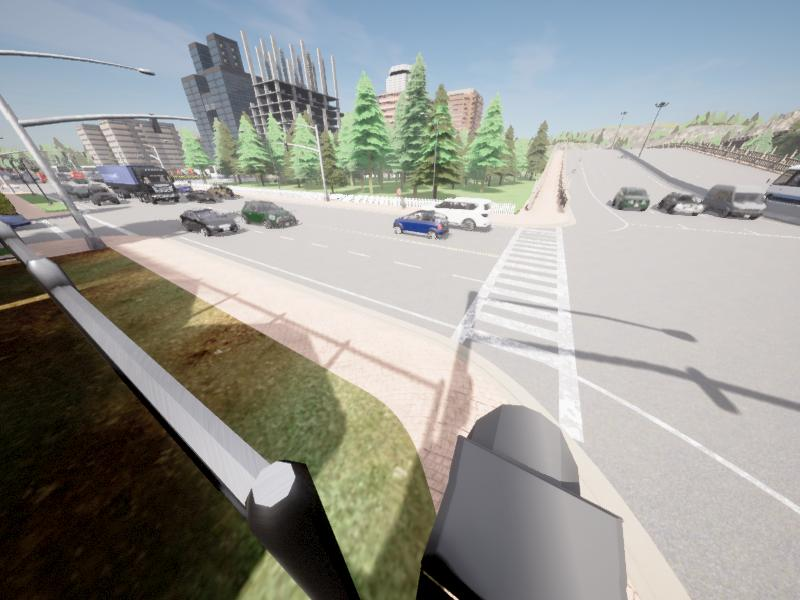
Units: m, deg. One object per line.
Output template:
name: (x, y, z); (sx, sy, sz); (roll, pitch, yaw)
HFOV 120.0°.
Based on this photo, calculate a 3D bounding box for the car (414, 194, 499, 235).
car: (4.033, -6.527, 17.269); (5.566, 2.045, 2.150); (17, 34, 27)

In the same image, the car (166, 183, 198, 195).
car: (-36.943, -18.855, 39.182); (4.792, 1.488, 2.163); (17, 34, 27)

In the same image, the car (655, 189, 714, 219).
car: (27.165, -9.384, 22.344); (1.932, 1.855, 4.605); (16, 36, 25)

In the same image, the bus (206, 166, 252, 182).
bus: (-53.114, -39.607, 72.353); (3.944, 4.253, 10.273); (16, 34, 26)

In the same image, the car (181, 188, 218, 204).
car: (-25.803, -13.380, 29.706); (4.193, 1.474, 1.816); (17, 34, 27)

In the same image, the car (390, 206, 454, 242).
car: (1.361, -5.080, 15.256); (3.705, 1.549, 1.789); (17, 34, 27)

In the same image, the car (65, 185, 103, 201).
car: (-44.352, -15.038, 32.411); (5.238, 1.638, 1.930); (17, 34, 27)

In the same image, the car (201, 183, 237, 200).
car: (-26.058, -15.688, 33.298); (4.605, 1.855, 1.932); (17, 34, 27)

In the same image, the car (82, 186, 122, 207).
car: (-35.576, -12.405, 27.601); (3.866, 1.878, 1.905); (18, 35, 29)

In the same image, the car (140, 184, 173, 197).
car: (-38.283, -17.256, 36.312); (5.366, 1.575, 1.801); (17, 34, 27)

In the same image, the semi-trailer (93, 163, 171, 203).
semi-trailer: (-37.584, -16.534, 32.226); (14.254, 4.402, 2.717); (17, 34, 27)

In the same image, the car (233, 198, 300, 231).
car: (-10.241, -6.693, 17.802); (4.553, 1.767, 2.097); (17, 34, 27)

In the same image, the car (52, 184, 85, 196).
car: (-53.786, -17.881, 37.451); (4.974, 1.542, 2.038); (17, 34, 27)

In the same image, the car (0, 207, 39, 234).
car: (-28.647, -4.866, 14.963); (2.033, 1.411, 5.357); (16, 34, 25)

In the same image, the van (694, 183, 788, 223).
van: (30.468, -9.030, 21.091); (1.988, 2.561, 5.915); (16, 33, 25)

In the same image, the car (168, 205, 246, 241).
car: (-13.310, -5.443, 15.924); (4.902, 1.511, 2.128); (17, 34, 27)

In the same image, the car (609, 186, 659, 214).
car: (24.732, -10.853, 24.735); (2.150, 2.045, 5.566); (16, 34, 25)

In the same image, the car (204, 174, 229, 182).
car: (-57.360, -38.357, 72.397); (2.150, 2.045, 5.566); (16, 34, 26)

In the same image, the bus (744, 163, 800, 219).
bus: (38.330, -9.738, 20.545); (3.944, 4.253, 10.273); (16, 34, 25)

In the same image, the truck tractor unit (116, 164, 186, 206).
truck tractor unit: (-30.837, -14.379, 28.695); (6.516, 4.208, 3.053); (17, 34, 27)
